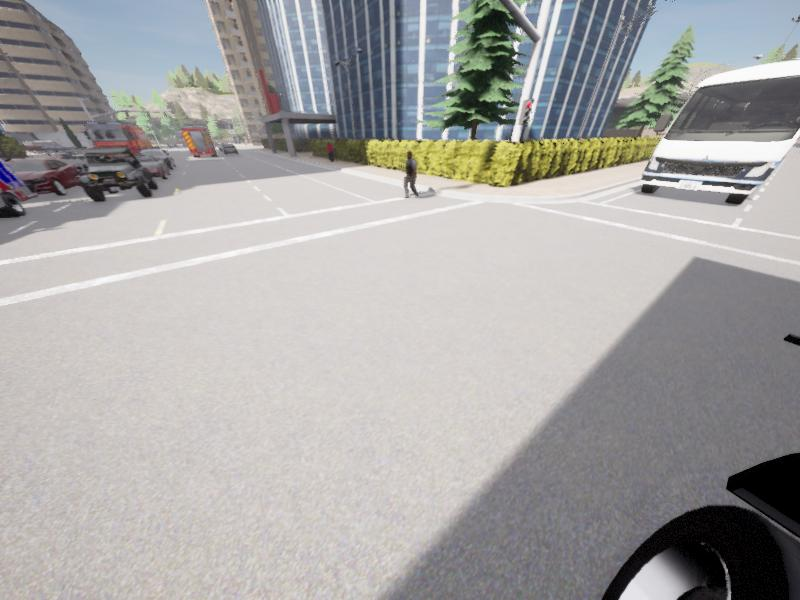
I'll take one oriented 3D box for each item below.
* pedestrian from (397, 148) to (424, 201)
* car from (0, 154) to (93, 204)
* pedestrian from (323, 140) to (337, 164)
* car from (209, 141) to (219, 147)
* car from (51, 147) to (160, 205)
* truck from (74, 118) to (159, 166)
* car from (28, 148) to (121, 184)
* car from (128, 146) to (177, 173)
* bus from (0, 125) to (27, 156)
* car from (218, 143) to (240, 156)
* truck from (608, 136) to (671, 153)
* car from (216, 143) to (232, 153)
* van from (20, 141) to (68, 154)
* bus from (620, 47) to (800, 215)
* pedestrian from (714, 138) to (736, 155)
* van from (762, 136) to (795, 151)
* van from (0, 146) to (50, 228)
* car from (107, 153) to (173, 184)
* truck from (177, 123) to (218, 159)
[{"bbox_3d":[0.432,-5.231,9.642,0.751,1.860,0.751,-27,43,-32],"label":"pedestrian"},{"bbox_3d":[-18.043,-6.198,11.517,1.882,1.535,5.008,-22,41,-28],"label":"car"},{"bbox_3d":[-6.609,-14.075,21.961,0.751,1.860,0.751,-20,40,-25],"label":"pedestrian"},{"bbox_3d":[-61.244,-51.383,75.988,2.033,1.411,5.357,-23,41,-28],"label":"car"},{"bbox_3d":[-13.227,-5.939,10.797,1.905,1.878,3.866,-23,41,-28],"label":"car"},{"bbox_3d":[-30.806,-17.605,25.798,2.891,3.827,8.468,-20,40,-25],"label":"truck"},{"bbox_3d":[-21.863,-9.331,15.872,2.242,1.667,4.611,-22,41,-28],"label":"car"},{"bbox_3d":[-21.267,-12.317,20.117,1.930,1.638,5.238,-23,41,-28],"label":"car"},{"bbox_3d":[-72.920,-26.384,38.274,10.273,4.253,3.944,-22,41,-28],"label":"bus"},{"bbox_3d":[-27.599,-24.326,37.283,2.128,1.511,4.902,-23,41,-28],"label":"car"},{"bbox_3d":[37.718,-24.736,36.605,2.390,2.098,6.274,-22,41,-28],"label":"truck"},{"bbox_3d":[-34.800,-30.069,45.603,1.994,1.385,4.181,-23,41,-28],"label":"car"},{"bbox_3d":[-68.665,-29.568,44.699,4.442,1.987,1.775,-22,41,-28],"label":"van"},{"bbox_3d":[15.303,-7.267,10.345,10.273,4.253,3.944,-22,41,-28],"label":"bus"},{"bbox_3d":[42.879,-20.289,30.492,0.751,1.860,0.751,-10,36,-13],"label":"pedestrian"},{"bbox_3d":[62.344,-25.806,38.067,4.442,1.987,1.775,-20,40,-26],"label":"van"},{"bbox_3d":[-13.658,-3.031,6.220,2.351,2.431,6.366,-23,41,-28],"label":"van"},{"bbox_3d":[-17.203,-8.946,15.542,1.994,1.385,4.181,-22,40,-27],"label":"car"},{"bbox_3d":[-29.008,-22.923,33.307,2.891,3.827,8.468,-23,41,-28],"label":"truck"}]
